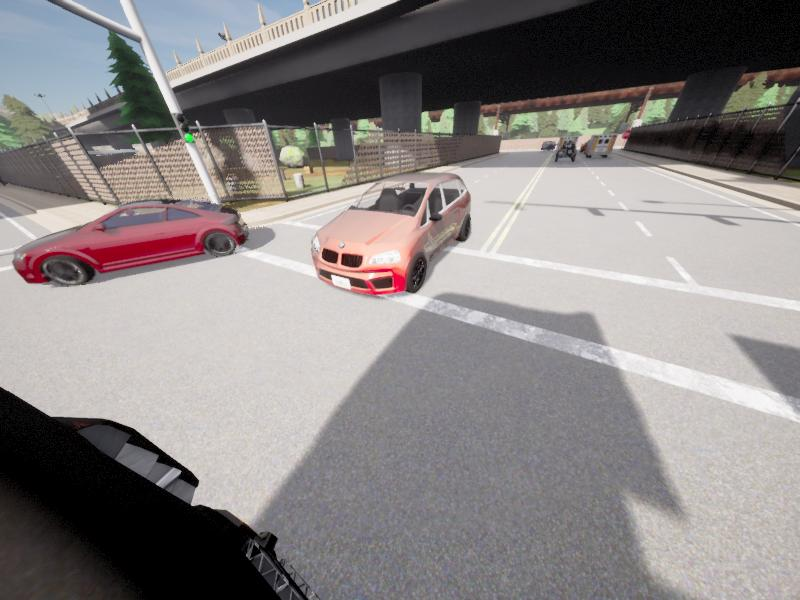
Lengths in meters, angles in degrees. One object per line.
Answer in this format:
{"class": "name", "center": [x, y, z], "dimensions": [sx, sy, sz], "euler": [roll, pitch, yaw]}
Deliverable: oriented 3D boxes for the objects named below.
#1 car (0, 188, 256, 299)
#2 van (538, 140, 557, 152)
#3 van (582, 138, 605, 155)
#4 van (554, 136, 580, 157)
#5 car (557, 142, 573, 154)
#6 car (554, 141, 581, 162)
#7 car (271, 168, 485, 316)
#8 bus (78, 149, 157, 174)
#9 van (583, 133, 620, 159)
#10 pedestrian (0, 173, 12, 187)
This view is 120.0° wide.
{"class": "car", "center": [-6.225, -1.702, 5.760], "dimensions": [4.181, 1.385, 1.994], "euler": [-19, 37, -24]}
{"class": "van", "center": [32.026, -33.406, 50.114], "dimensions": [1.775, 1.987, 4.442], "euler": [26, 43, 36]}
{"class": "van", "center": [29.534, -23.523, 35.415], "dimensions": [1.775, 1.987, 4.442], "euler": [16, 38, 26]}
{"class": "van", "center": [25.597, -23.670, 35.535], "dimensions": [2.351, 2.431, 6.366], "euler": [16, 38, 26]}
{"class": "car", "center": [29.372, -27.071, 41.116], "dimensions": [1.851, 1.617, 3.988], "euler": [16, 38, 26]}
{"class": "car", "center": [19.829, -17.683, 27.454], "dimensions": [1.932, 1.855, 4.605], "euler": [16, 39, 26]}
{"class": "car", "center": [0.114, -1.850, 5.255], "dimensions": [2.242, 1.667, 4.611], "euler": [16, 37, 26]}
{"class": "bus", "center": [-64.916, -32.238, 53.624], "dimensions": [3.944, 4.253, 10.273], "euler": [16, 38, 26]}
{"class": "van", "center": [25.639, -19.831, 29.749], "dimensions": [2.351, 2.431, 6.366], "euler": [16, 38, 26]}
{"class": "pedestrian", "center": [-47.648, -14.518, 27.376], "dimensions": [0.751, 1.860, 0.751], "euler": [14, 37, 24]}
